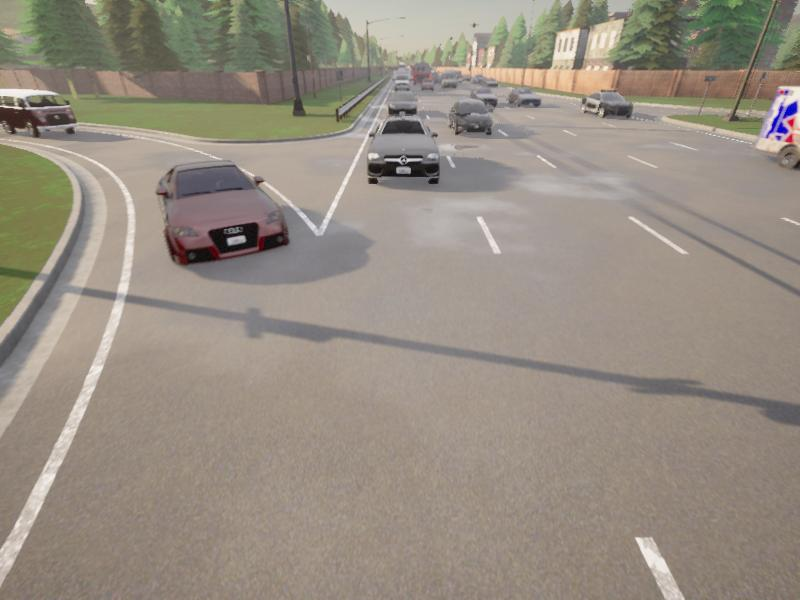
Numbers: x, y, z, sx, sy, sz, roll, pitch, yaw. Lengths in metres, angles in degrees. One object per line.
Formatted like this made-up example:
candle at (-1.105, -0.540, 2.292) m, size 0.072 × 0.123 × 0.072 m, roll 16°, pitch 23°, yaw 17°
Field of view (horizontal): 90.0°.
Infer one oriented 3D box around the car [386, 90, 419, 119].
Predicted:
car at (0.173, -13.767, 28.050) m, size 2.163 × 1.488 × 4.792 m, roll 0°, pitch 30°, yaw 0°

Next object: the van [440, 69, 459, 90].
van at (7.316, -32.890, 59.677) m, size 1.988 × 2.561 × 5.915 m, roll 0°, pitch 30°, yaw 0°

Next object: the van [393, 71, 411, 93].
van at (0.293, -29.779, 54.471) m, size 2.351 × 2.431 × 6.366 m, roll 0°, pitch 30°, yaw 0°

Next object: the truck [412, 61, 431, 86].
truck at (3.880, -42.064, 74.071) m, size 2.891 × 3.827 × 8.468 m, roll 0°, pitch 30°, yaw 0°

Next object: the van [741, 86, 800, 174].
van at (14.101, -4.816, 11.818) m, size 2.351 × 2.431 × 6.366 m, roll 0°, pitch 30°, yaw 0°

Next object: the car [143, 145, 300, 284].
car at (-3.758, -2.019, 8.091) m, size 1.994 × 1.385 × 4.181 m, roll -17°, pitch 34°, yaw -26°

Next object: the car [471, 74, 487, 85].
car at (14.378, -40.275, 73.038) m, size 2.097 × 1.767 × 4.553 m, roll 0°, pitch 30°, yaw 0°

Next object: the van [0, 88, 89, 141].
van at (-18.171, -9.279, 19.829) m, size 4.480 × 2.038 × 2.069 m, roll 15°, pitch 33°, yaw 24°

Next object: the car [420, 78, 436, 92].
car at (3.796, -29.574, 55.012) m, size 1.845 × 1.501 × 3.633 m, roll 0°, pitch 30°, yaw 0°

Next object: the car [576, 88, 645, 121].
car at (14.172, -13.475, 27.392) m, size 1.930 × 1.638 × 5.238 m, roll 0°, pitch 30°, yaw 0°

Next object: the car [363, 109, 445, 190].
car at (0.109, -5.111, 13.122) m, size 2.152 × 1.651 × 5.027 m, roll 0°, pitch 30°, yaw 0°

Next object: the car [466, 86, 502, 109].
car at (7.204, -17.749, 34.940) m, size 2.033 × 1.411 × 5.357 m, roll 0°, pitch 30°, yaw 0°

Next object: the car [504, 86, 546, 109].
car at (10.704, -17.619, 34.719) m, size 2.033 × 1.411 × 5.357 m, roll 0°, pitch 30°, yaw 0°

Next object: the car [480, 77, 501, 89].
car at (14.334, -34.561, 63.666) m, size 2.033 × 1.411 × 5.357 m, roll 0°, pitch 30°, yaw 0°

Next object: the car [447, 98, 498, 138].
car at (3.644, -9.652, 21.010) m, size 1.837 × 1.490 × 4.892 m, roll 0°, pitch 30°, yaw 0°

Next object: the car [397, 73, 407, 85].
car at (0.393, -42.258, 76.339) m, size 1.932 × 1.855 × 4.605 m, roll 0°, pitch 30°, yaw 0°
